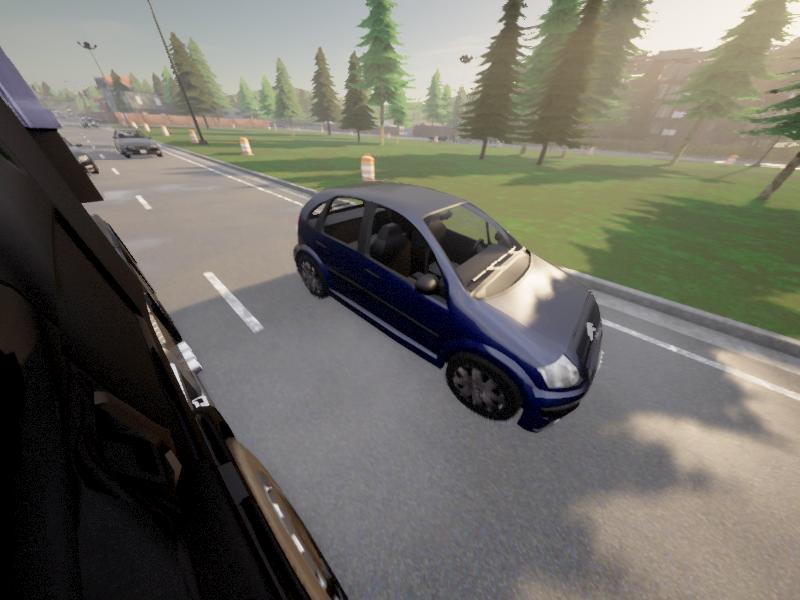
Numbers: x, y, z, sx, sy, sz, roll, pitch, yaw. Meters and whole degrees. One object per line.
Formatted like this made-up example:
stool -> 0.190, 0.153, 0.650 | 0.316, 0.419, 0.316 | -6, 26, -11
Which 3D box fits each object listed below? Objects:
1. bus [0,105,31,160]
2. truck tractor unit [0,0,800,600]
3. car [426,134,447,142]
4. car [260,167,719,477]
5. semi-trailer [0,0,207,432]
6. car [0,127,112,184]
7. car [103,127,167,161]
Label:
bus -> -25.788, -10.610, 12.681 | 10.273, 4.253, 3.944 | 29, 44, 31
truck tractor unit -> -2.645, -0.295, 0.351 | 6.516, 4.208, 3.053 | 28, 44, 30
car -> 8.786, -39.011, 55.535 | 4.718, 1.301, 1.895 | 29, 44, 31
car -> 0.304, -0.460, 2.959 | 3.988, 1.617, 1.851 | 29, 44, 31
semi-trailer -> -9.056, -3.330, 3.848 | 14.254, 4.402, 2.717 | 24, 41, 26
car -> -15.157, -6.321, 9.914 | 4.902, 1.511, 2.128 | 24, 40, 25
car -> -17.019, -10.051, 14.824 | 4.193, 1.474, 1.816 | 29, 44, 31
